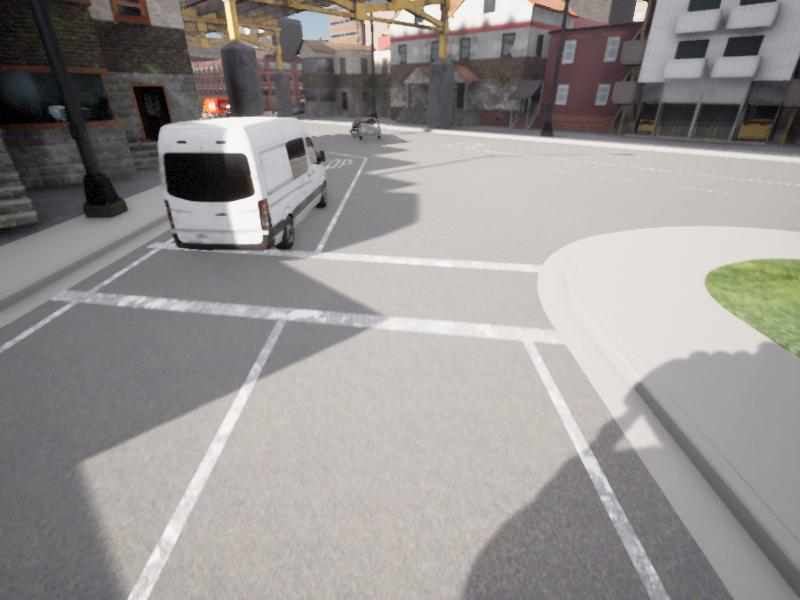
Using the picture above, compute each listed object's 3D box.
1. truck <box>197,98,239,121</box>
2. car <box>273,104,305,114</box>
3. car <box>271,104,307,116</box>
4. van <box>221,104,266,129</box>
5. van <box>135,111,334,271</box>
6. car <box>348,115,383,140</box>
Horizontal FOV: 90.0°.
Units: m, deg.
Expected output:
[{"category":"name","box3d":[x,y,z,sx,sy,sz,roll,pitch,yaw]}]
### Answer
[{"category":"truck","box3d":[-22.992,-24.103,50.560,2.627,2.467,5.204,-24,36,-39]},{"category":"car","box3d":[-16.778,-28.962,60.628,4.536,1.218,1.853,-7,28,-13]},{"category":"car","box3d":[-16.828,-28.816,60.688,4.974,1.542,2.038,-7,28,-13]},{"category":"van","box3d":[-15.450,-18.120,39.453,2.069,2.038,4.480,-24,36,-39]},{"category":"van","box3d":[-3.258,-3.072,9.762,1.988,2.561,5.915,1,27,2]},{"category":"car","box3d":[-2.673,-13.135,30.390,1.845,1.501,3.633,-8,28,-16]}]
